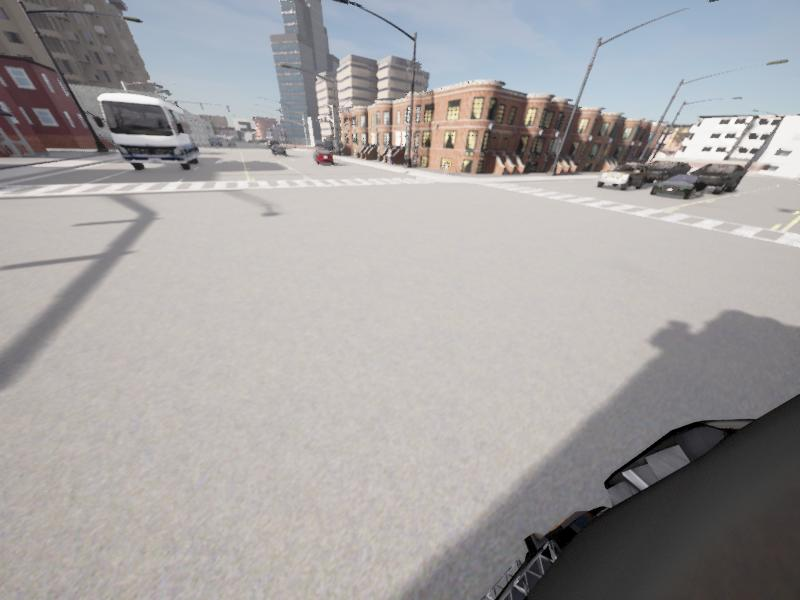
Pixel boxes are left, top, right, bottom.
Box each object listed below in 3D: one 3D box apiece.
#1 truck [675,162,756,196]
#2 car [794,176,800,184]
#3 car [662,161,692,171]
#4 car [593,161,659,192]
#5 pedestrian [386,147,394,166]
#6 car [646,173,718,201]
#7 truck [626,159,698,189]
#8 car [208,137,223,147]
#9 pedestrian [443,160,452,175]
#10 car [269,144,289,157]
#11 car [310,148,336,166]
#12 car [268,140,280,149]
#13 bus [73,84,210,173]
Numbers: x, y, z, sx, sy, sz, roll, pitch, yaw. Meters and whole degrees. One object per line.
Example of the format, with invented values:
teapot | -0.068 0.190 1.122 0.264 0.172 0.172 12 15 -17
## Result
truck | 26.514 -10.248 19.422 6.274 2.098 2.390 -16 38 -26
car | 60.642 -17.410 33.251 1.882 1.535 5.008 21 38 25
car | 68.148 -33.055 56.976 1.905 1.878 3.866 -7 35 -15
car | 18.270 -10.048 18.696 4.605 1.855 1.932 -16 38 -26
pedestrian | -1.240 -17.056 27.425 0.751 1.860 0.751 -9 35 -17
car | 19.834 -8.043 16.268 4.181 1.385 1.994 -16 38 -26
truck | 24.921 -12.035 21.981 6.274 2.098 2.390 -16 38 -26
car | -47.431 -40.584 59.360 2.150 2.045 5.566 -16 38 -26
pedestrian | 4.307 -12.069 21.056 0.500 1.100 0.500 0 34 -4
car | -19.835 -24.493 37.799 2.128 1.511 4.902 -16 38 -26
car | -9.252 -17.200 27.694 2.163 1.488 4.792 -11 36 -20
car | -36.673 -45.396 67.390 2.150 2.045 5.566 -16 38 -26
bus | -18.678 -13.015 18.208 3.944 4.253 10.273 -16 38 -26
